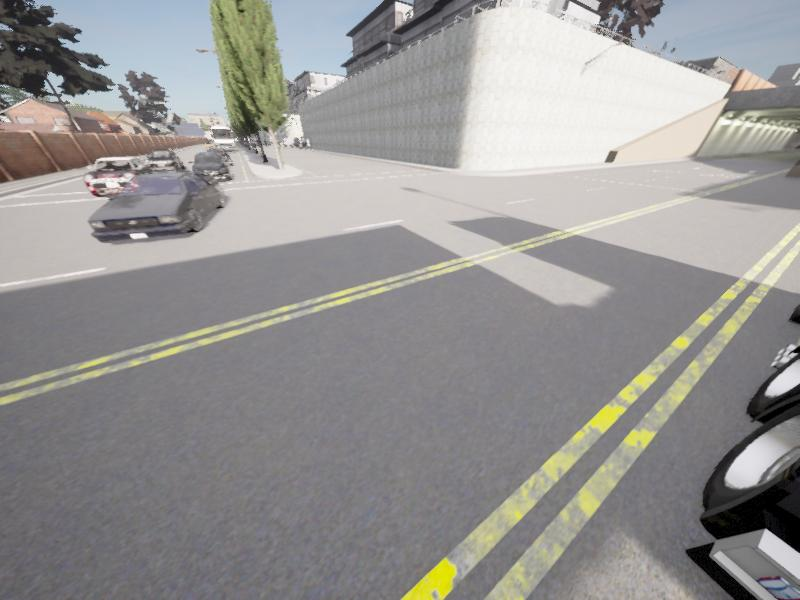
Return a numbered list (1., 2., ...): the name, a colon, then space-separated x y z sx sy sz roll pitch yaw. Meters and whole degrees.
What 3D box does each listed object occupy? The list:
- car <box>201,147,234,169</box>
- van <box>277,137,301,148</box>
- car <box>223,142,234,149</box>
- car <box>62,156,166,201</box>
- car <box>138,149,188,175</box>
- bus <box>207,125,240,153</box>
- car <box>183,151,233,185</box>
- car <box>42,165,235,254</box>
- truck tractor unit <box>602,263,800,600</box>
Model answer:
1. car: -17.804 -14.089 22.769 2.007 1.525 4.514 -18 39 -25
2. van: -34.669 -49.243 72.337 5.915 2.561 1.988 -2 35 0
3. car: -46.361 -41.873 62.506 2.128 1.511 4.902 -18 39 -25
4. car: -13.769 -6.201 11.507 1.970 1.475 3.806 -18 39 -25
5. car: -18.861 -11.190 18.572 1.789 1.549 3.705 -18 39 -25
6. bus: -36.316 -33.379 47.943 3.944 4.253 10.273 -18 39 -25
7. car: -12.433 -8.848 15.307 1.837 1.490 4.892 -18 39 -25
8. car: -7.315 -3.303 7.470 2.033 1.411 5.357 -12 37 -17
9. truck tractor unit: 5.113 -0.298 0.784 6.516 4.208 3.053 -18 39 -24
